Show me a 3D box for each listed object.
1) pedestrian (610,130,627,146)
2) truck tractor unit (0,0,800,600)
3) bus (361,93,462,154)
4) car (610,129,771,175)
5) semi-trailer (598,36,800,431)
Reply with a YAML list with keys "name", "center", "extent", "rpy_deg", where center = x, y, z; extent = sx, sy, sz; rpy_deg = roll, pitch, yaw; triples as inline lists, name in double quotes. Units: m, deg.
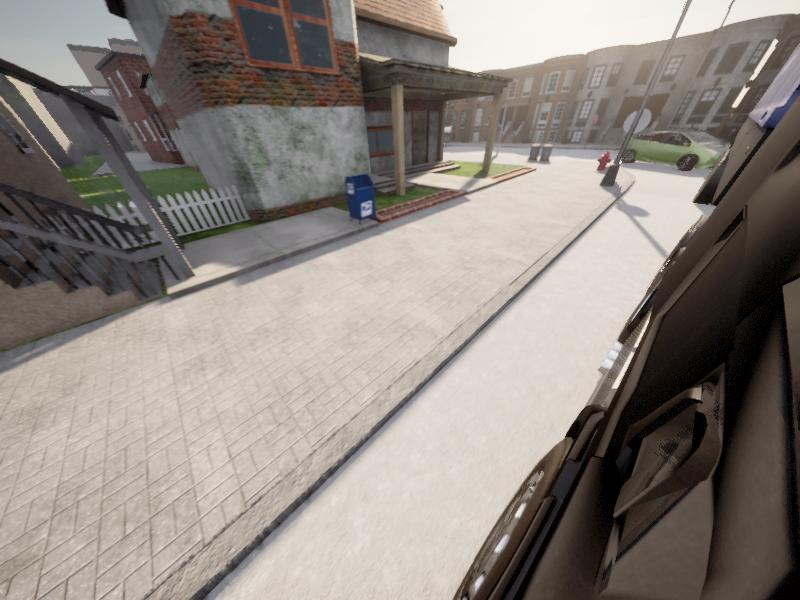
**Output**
- name: "pedestrian"
  center: [18.950, -14.067, 20.047]
  extent: [0.500, 1.100, 0.500]
  rpy_deg: [-23, 42, -25]
- name: "truck tractor unit"
  center: [2.645, -0.295, 0.351]
  extent: [6.516, 4.208, 3.053]
  rpy_deg: [-28, 44, -30]
- name: "bus"
  center: [0.840, -18.386, 24.488]
  extent: [3.944, 4.253, 10.273]
  rpy_deg: [-31, 46, -33]
- name: "car"
  center: [13.724, -7.503, 11.502]
  extent: [2.007, 1.525, 4.514]
  rpy_deg: [-7, 37, -6]
- name: "semi-trailer"
  center: [8.658, -3.634, 4.264]
  extent: [14.254, 4.402, 2.717]
  rpy_deg: [-29, 44, -30]
